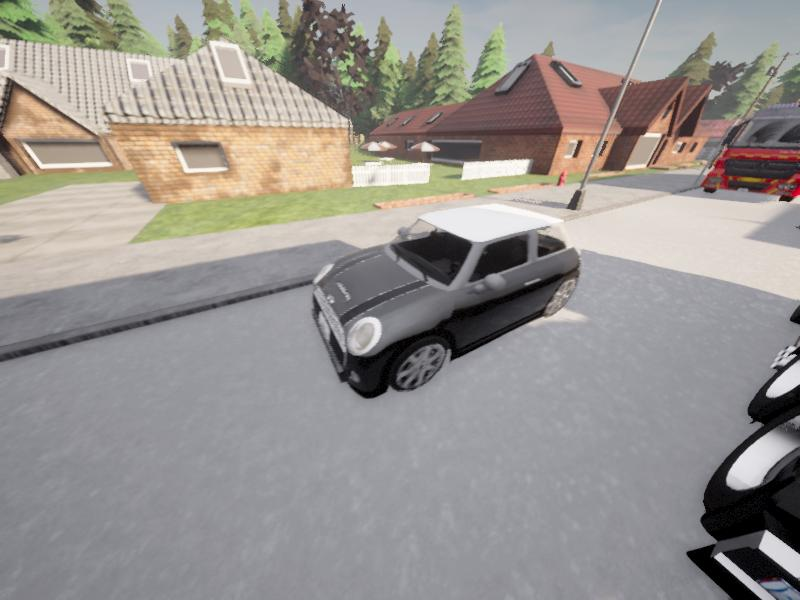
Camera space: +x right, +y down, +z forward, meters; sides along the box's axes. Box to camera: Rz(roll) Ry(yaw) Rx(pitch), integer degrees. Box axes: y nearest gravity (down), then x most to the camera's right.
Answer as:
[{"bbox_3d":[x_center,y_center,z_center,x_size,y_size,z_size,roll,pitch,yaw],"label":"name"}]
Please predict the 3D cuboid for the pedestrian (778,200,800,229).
[{"bbox_3d":[12.848,-2.815,6.946,0.751,1.300,0.751,2,35,3],"label":"pedestrian"}]

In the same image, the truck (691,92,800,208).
[{"bbox_3d":[19.204,-7.375,11.363,8.468,3.827,2.891,-18,39,-24],"label":"truck"}]

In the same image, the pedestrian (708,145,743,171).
[{"bbox_3d":[28.220,-12.362,20.083,0.751,1.860,0.751,-8,36,-12],"label":"pedestrian"}]

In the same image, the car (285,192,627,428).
[{"bbox_3d":[0.755,-0.401,3.286,3.806,1.475,1.970,-18,39,-24],"label":"car"}]

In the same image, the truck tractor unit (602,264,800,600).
[{"bbox_3d":[5.115,-0.294,0.794,6.516,4.208,3.053,-18,39,-24],"label":"truck tractor unit"}]

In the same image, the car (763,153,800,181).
[{"bbox_3d":[29.551,-9.788,16.928,4.902,1.511,2.128,-18,39,-24],"label":"car"}]
